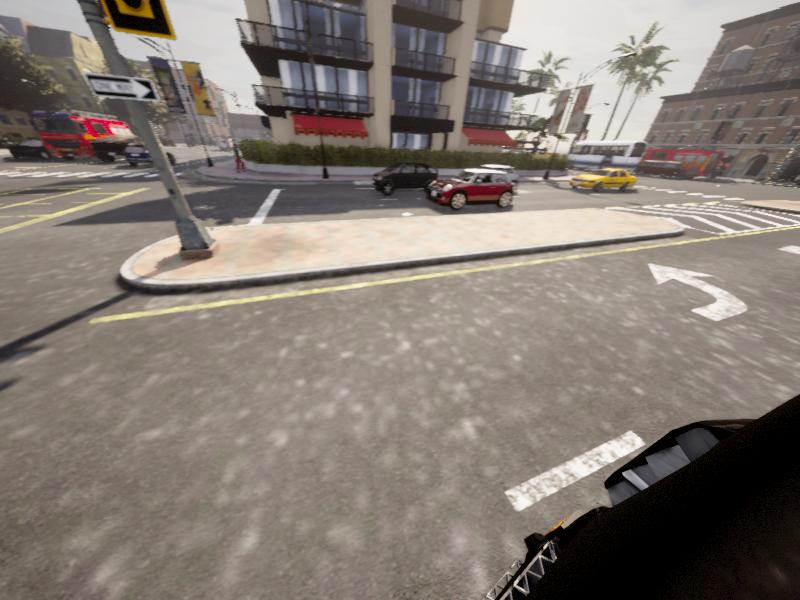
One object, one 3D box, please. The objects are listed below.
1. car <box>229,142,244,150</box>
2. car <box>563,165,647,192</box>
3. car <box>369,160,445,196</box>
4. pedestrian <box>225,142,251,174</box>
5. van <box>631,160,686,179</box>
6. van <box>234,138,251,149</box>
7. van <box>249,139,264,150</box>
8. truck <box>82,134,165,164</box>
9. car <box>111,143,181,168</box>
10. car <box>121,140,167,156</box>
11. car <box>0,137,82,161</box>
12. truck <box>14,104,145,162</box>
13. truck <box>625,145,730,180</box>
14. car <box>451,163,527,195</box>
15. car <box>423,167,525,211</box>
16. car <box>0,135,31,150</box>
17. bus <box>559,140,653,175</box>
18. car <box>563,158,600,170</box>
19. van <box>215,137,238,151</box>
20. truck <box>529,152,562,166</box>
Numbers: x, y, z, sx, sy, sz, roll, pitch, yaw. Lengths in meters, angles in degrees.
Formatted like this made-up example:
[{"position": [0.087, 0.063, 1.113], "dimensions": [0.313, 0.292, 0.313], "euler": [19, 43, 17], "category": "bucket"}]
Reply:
[{"position": [-42.200, -39.795, 59.668], "dimensions": [1.930, 1.638, 5.238], "euler": [-9, 35, -17], "category": "car"}, {"position": [15.513, -9.221, 17.534], "dimensions": [5.366, 1.575, 1.801], "euler": [-9, 35, -17], "category": "car"}, {"position": [0.321, -6.785, 12.830], "dimensions": [3.705, 1.549, 1.789], "euler": [-9, 35, -17], "category": "car"}, {"position": [-11.224, -9.844, 16.055], "dimensions": [0.751, 1.860, 0.751], "euler": [-3, 34, -8], "category": "pedestrian"}, {"position": [35.739, -18.220, 32.158], "dimensions": [1.775, 1.987, 4.442], "euler": [-9, 35, -17], "category": "van"}, {"position": [-45.032, -44.680, 66.130], "dimensions": [2.351, 2.431, 6.366], "euler": [-9, 35, -17], "category": "van"}, {"position": [-41.758, -45.258, 67.228], "dimensions": [2.351, 2.431, 6.366], "euler": [-9, 35, -17], "category": "van"}, {"position": [-26.453, -14.827, 22.630], "dimensions": [2.390, 2.098, 6.274], "euler": [-9, 35, -17], "category": "truck"}, {"position": [-21.513, -12.530, 19.930], "dimensions": [2.033, 1.649, 4.856], "euler": [-9, 35, -17], "category": "car"}, {"position": [-33.506, -20.060, 30.516], "dimensions": [1.801, 1.575, 5.366], "euler": [-9, 35, -17], "category": "car"}, {"position": [-33.409, -14.118, 21.495], "dimensions": [1.930, 1.638, 5.238], "euler": [-10, 35, -18], "category": "car"}, {"position": [-30.519, -16.280, 22.981], "dimensions": [2.891, 3.827, 8.468], "euler": [-9, 35, -17], "category": "truck"}, {"position": [38.895, -19.830, 33.136], "dimensions": [2.891, 3.827, 8.468], "euler": [-9, 35, -17], "category": "truck"}, {"position": [5.449, -7.571, 14.442], "dimensions": [3.806, 1.475, 1.970], "euler": [-9, 35, -17], "category": "car"}, {"position": [3.290, -5.182, 10.685], "dimensions": [3.806, 1.475, 1.970], "euler": [-9, 35, -17], "category": "car"}, {"position": [-52.804, -20.504, 29.899], "dimensions": [4.974, 1.542, 2.038], "euler": [-9, 35, -16], "category": "car"}, {"position": [33.002, -23.600, 38.044], "dimensions": [3.944, 4.253, 10.273], "euler": [-9, 35, -17], "category": "bus"}, {"position": [34.580, -26.054, 44.223], "dimensions": [1.930, 1.638, 5.238], "euler": [-9, 35, -17], "category": "car"}, {"position": [-39.105, -35.206, 52.230], "dimensions": [2.351, 2.431, 6.366], "euler": [-9, 35, -17], "category": "van"}, {"position": [31.804, -31.062, 50.832], "dimensions": [2.627, 2.467, 5.204], "euler": [-9, 35, -17], "category": "truck"}]
